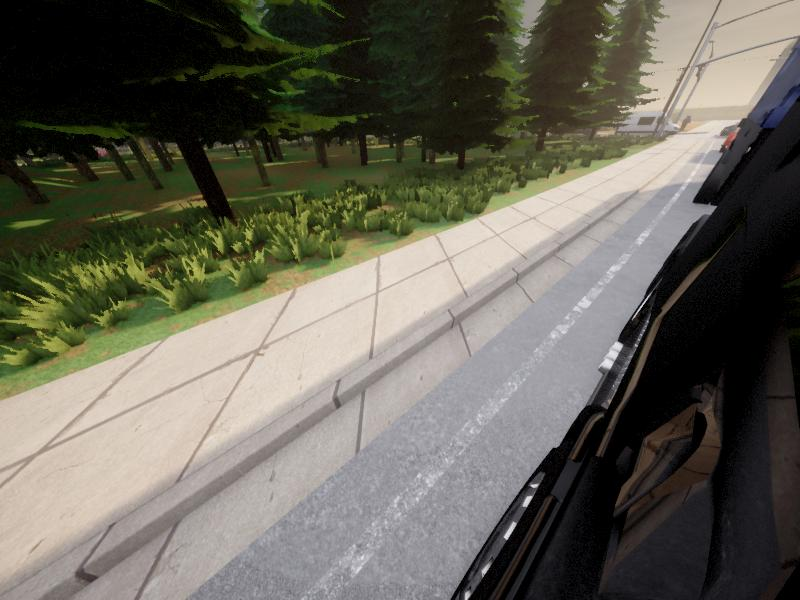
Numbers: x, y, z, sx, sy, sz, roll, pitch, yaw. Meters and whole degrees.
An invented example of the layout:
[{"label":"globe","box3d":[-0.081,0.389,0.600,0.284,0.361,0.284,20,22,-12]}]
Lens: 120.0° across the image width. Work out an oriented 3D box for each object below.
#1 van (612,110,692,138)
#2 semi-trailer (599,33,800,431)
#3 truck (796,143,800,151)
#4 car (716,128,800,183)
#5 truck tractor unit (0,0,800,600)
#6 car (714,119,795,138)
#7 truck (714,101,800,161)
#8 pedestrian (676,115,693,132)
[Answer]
[{"label":"van","box3d":[30.504,-21.442,28.327,1.988,2.561,5.915,-29,44,-30]},{"label":"semi-trailer","box3d":[8.646,-3.641,4.278,14.254,4.402,2.717,-29,44,-30]},{"label":"truck","box3d":[26.113,-9.777,13.017,5.204,2.467,2.627,-29,44,-31]},{"label":"car","box3d":[15.884,-6.349,9.892,4.902,1.511,2.128,-29,44,-30]},{"label":"truck tractor unit","box3d":[2.645,-0.295,0.351,6.516,4.208,3.053,-28,44,-30]},{"label":"car","box3d":[37.481,-18.274,24.611,4.181,1.385,1.994,8,38,14]},{"label":"truck","box3d":[21.381,-9.908,13.486,5.204,2.467,2.627,-30,44,-31]},{"label":"pedestrian","box3d":[38.943,-24.138,31.649,0.751,1.860,0.751,28,46,34]}]
